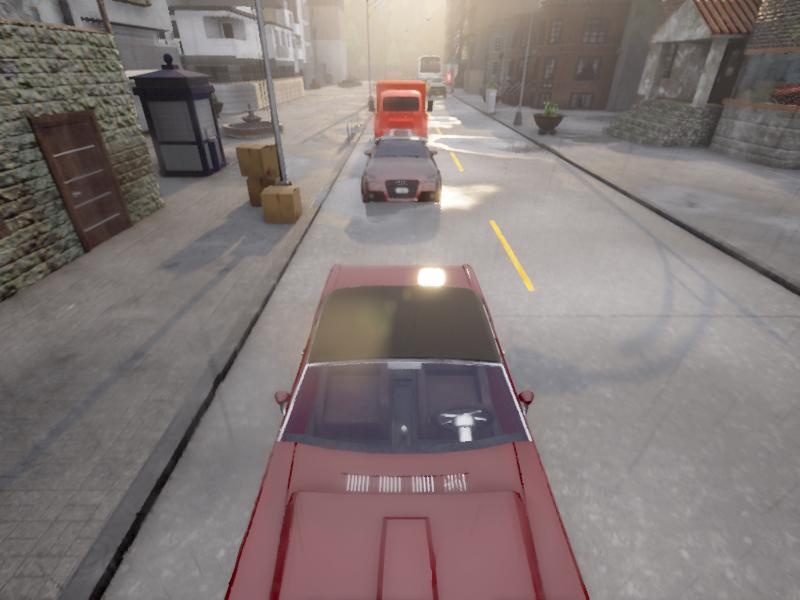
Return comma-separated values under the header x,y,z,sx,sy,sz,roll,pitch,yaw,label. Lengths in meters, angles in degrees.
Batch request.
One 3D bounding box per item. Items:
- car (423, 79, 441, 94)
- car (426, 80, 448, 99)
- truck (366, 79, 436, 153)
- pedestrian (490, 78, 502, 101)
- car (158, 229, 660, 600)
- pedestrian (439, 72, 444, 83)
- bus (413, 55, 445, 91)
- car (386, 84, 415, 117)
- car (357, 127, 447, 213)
x,y,z,sx,sy,sz,roll,pitch,yaw,label
4.087,-27.386,51.275,1.882,1.535,5.008,0,30,0,car
4.079,-23.701,44.874,1.930,1.638,5.238,0,30,0,car
0.039,-8.278,17.699,2.627,2.467,5.204,0,30,0,truck
9.238,-20.284,38.566,0.751,1.860,0.751,2,30,4,pedestrian
0.031,0.874,3.233,1.895,1.301,4.718,0,30,0,car
8.232,-43.926,78.949,0.751,1.860,0.751,-10,32,-16,pedestrian
3.979,-33.243,58.596,3.944,4.253,10.273,0,30,0,bus
0.054,-14.211,28.408,1.905,1.878,3.866,0,30,0,car
0.025,-3.735,11.023,1.994,1.385,4.181,0,30,-1,car
